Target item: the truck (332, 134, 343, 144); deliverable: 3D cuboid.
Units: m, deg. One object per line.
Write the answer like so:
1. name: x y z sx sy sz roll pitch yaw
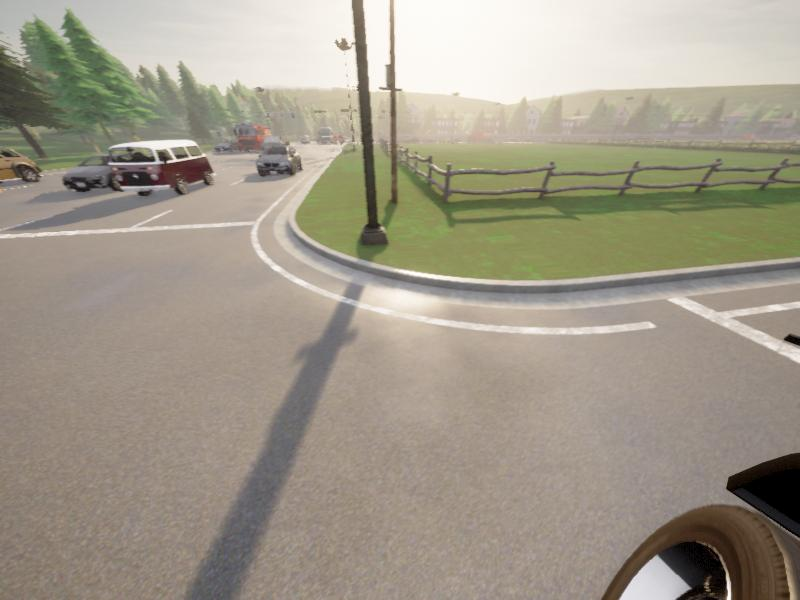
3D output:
1. truck: -19.060 -49.360 70.779 2.627 2.467 5.204 -5 36 -7

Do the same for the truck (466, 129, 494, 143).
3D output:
1. truck: 28.000 -57.589 81.150 8.468 3.827 2.891 -6 36 -8

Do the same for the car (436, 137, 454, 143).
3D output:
1. car: 14.931 -53.332 77.156 5.366 1.575 1.801 -6 36 -8

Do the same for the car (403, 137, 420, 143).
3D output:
1. car: 3.578 -52.278 75.591 5.238 1.638 1.930 -6 36 -8

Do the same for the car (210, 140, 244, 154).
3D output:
1. car: -26.251 -23.507 35.337 2.152 1.651 5.027 -5 36 -7

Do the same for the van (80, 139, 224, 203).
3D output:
1. van: -10.752 -6.185 10.750 2.069 2.038 4.480 -6 36 -8

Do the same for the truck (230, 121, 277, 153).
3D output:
1. truck: -23.232 -26.292 37.341 2.891 3.827 8.468 -5 36 -7

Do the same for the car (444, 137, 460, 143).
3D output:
1. car: 18.077 -55.696 80.470 5.008 1.535 1.882 -6 36 -8

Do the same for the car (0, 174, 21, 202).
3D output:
1. car: -17.087 -3.594 7.556 1.882 1.535 5.008 -7 36 -9

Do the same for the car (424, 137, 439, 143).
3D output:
1. car: 11.267 -57.103 82.435 5.008 1.535 1.882 -6 36 -8

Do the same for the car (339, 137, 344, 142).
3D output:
1. car: -22.767 -62.528 89.978 1.845 1.501 3.633 -5 36 -7

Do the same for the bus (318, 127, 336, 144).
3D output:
1. bus: -23.187 -52.663 73.860 3.944 4.253 10.273 -5 36 -7

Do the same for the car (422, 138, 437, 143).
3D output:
1. car: 10.111 -54.905 79.409 4.792 1.488 2.163 -6 36 -8

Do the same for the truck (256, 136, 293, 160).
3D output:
1. truck: -14.441 -17.892 27.078 2.390 2.098 6.274 -8 36 -12

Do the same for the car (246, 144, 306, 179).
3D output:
1. car: -8.281 -9.691 15.976 2.242 1.667 4.611 -5 36 -7

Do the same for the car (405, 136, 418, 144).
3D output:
1. car: 3.584 -50.310 72.639 3.866 1.878 1.905 -6 36 -8

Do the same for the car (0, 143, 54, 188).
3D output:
1. car: -21.571 -6.645 11.524 1.932 1.855 4.605 -6 36 -8

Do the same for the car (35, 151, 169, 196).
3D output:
1. car: -14.481 -6.534 11.725 1.816 1.474 4.193 -6 36 -8
